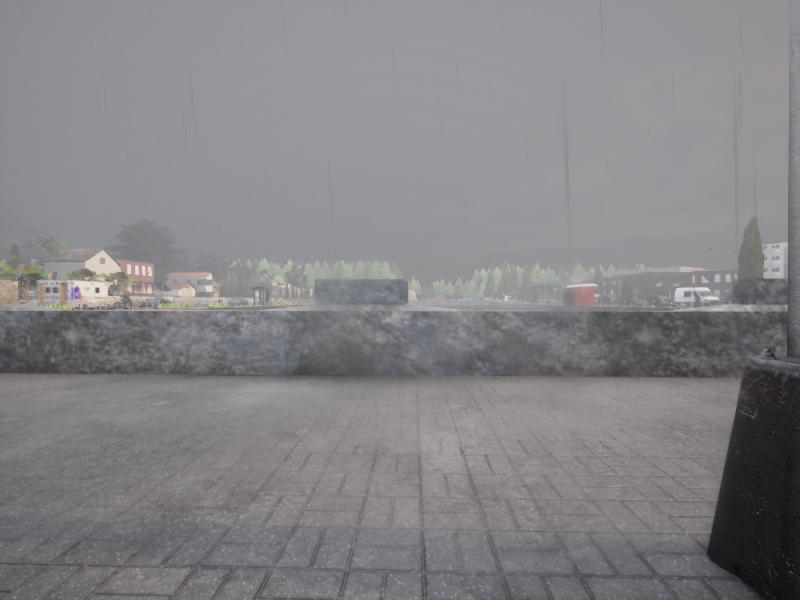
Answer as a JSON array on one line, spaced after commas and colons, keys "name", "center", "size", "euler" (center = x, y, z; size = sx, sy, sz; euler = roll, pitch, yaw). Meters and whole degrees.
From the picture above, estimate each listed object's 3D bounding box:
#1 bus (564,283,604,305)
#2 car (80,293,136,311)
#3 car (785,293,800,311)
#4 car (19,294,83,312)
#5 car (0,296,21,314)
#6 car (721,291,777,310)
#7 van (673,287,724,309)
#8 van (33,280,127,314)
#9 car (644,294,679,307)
[{"name": "bus", "center": [38.101, -1.139, 83.307], "size": [3.944, 4.253, 10.273], "euler": [0, 0, 2]}, {"name": "car", "center": [-29.211, 0.178, 40.270], "size": [2.033, 1.649, 4.856], "euler": [0, 0, 2]}, {"name": "car", "center": [36.340, 0.201, 34.239], "size": [1.801, 1.575, 5.366], "euler": [0, 0, 2]}, {"name": "car", "center": [-29.422, 0.253, 33.891], "size": [1.970, 1.475, 3.806], "euler": [0, 0, 2]}, {"name": "car", "center": [-29.630, 0.344, 27.856], "size": [1.895, 1.301, 4.718], "euler": [0, 0, 2]}, {"name": "car", "center": [36.603, 0.052, 42.120], "size": [1.932, 1.855, 4.605], "euler": [0, 0, 2]}, {"name": "van", "center": [36.850, -0.278, 49.652], "size": [1.988, 2.561, 5.915], "euler": [0, 0, 2]}, {"name": "van", "center": [-25.472, -0.222, 32.281], "size": [2.351, 2.431, 6.366], "euler": [0, 0, 2]}, {"name": "car", "center": [37.100, 0.094, 56.978], "size": [2.097, 1.767, 4.553], "euler": [0, 0, 2]}]
